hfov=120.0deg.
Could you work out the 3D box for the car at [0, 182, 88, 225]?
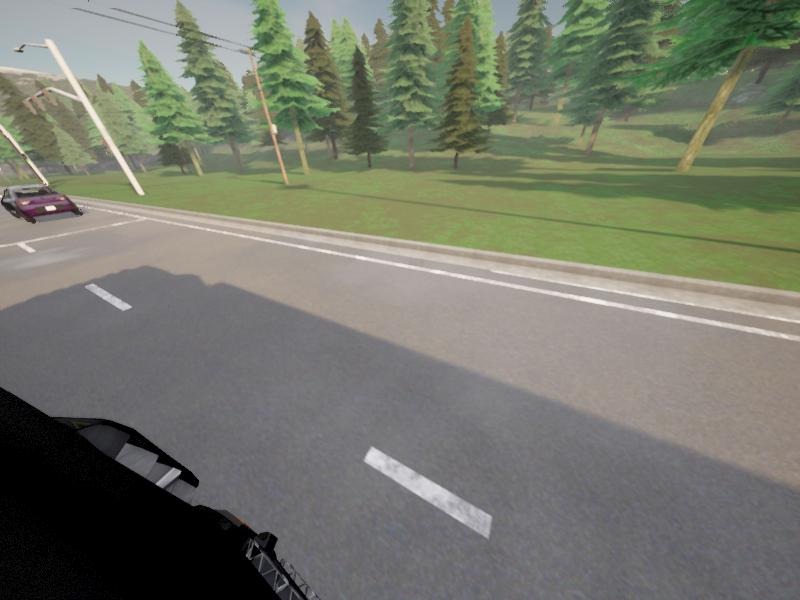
[{"bbox_3d":[-18.190,-4.939,11.550,4.193,1.474,1.816,14,37,24],"label":"car"}]
